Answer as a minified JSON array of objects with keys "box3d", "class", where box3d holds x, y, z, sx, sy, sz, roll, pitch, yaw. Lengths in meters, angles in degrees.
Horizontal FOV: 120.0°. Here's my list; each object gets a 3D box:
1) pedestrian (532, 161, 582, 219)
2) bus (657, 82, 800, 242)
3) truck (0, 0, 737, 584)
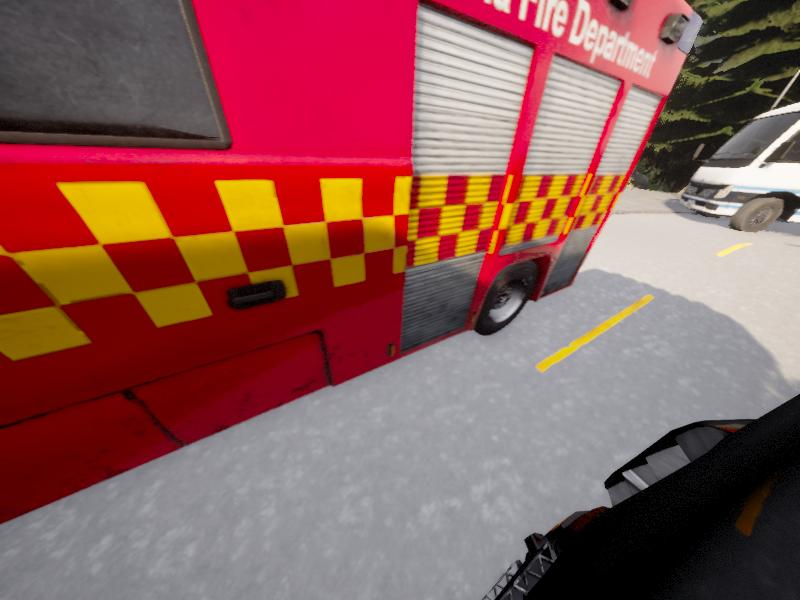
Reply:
[{"box3d":[5.900,-4.179,8.793,0.751,1.860,0.751,-19,39,-29],"class":"pedestrian"},{"box3d":[17.027,-3.992,7.441,10.273,4.253,3.944,18,36,22],"class":"bus"},{"box3d":[-1.298,-1.158,2.142,8.468,3.827,2.891,-16,38,-26],"class":"truck"}]
